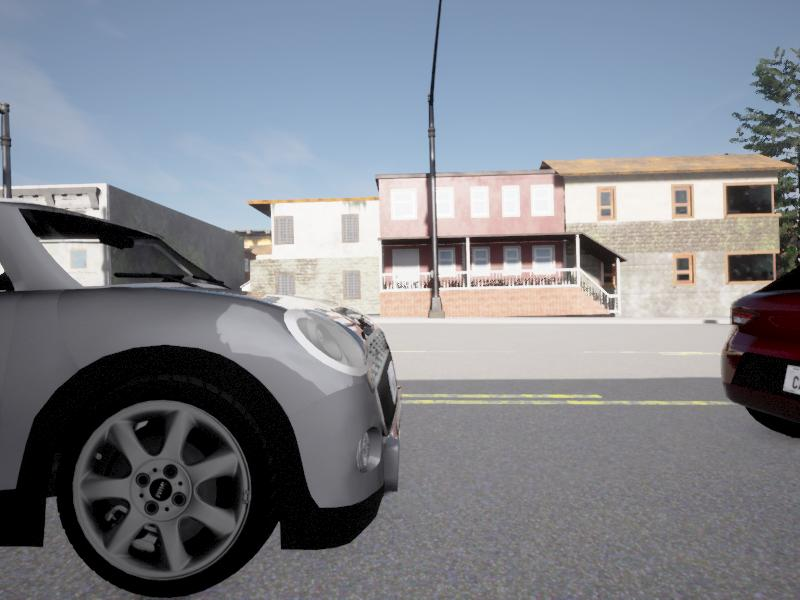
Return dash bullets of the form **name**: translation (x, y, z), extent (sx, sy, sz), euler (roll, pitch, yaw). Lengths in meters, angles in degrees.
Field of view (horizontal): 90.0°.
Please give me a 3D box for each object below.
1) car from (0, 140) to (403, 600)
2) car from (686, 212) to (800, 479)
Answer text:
- **car**: translation (-1.899, 0.258, 2.237), extent (3.806, 1.475, 1.970), euler (0, 0, 1)
- **car**: translation (4.307, 0.260, 2.168), extent (4.193, 1.474, 1.816), euler (0, 0, 1)
